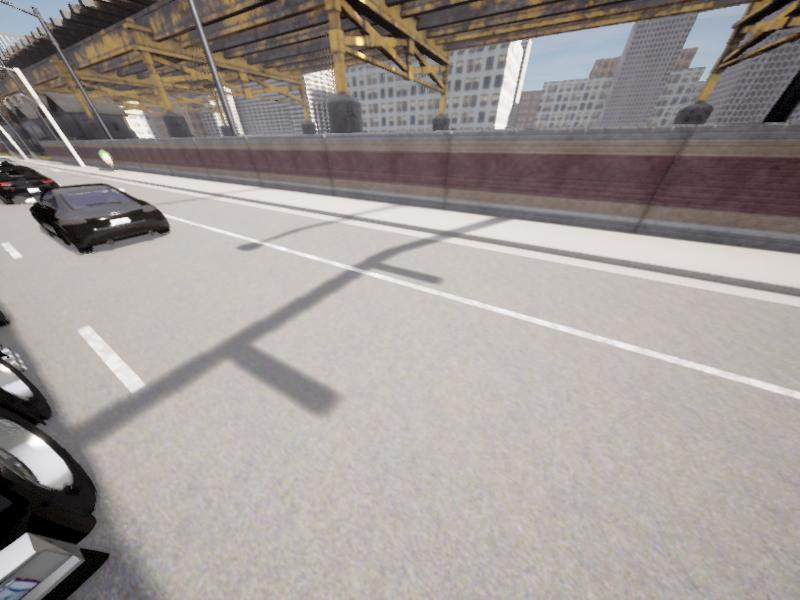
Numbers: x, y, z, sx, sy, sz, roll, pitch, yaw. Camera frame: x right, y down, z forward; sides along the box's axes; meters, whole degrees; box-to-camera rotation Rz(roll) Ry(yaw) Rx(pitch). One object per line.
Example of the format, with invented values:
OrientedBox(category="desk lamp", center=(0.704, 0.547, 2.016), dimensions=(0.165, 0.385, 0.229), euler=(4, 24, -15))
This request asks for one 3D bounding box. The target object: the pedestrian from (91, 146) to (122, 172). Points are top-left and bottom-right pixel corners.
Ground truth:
OrientedBox(category="pedestrian", center=(-25.832, -12.414, 20.361), dimensions=(0.751, 1.860, 0.751), euler=(17, 39, 24))

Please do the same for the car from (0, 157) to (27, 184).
OrientedBox(category="car", center=(-29.971, -9.424, 16.732), dimensions=(4.902, 1.511, 2.128), euler=(18, 39, 24))

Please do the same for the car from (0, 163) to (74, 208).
OrientedBox(category="car", center=(-18.581, -5.741, 11.317), dimensions=(4.674, 1.442, 1.812), euler=(18, 39, 24))

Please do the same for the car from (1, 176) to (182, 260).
OrientedBox(category="car", center=(-8.869, -2.594, 6.706), dimensions=(4.181, 1.385, 1.994), euler=(18, 39, 24))

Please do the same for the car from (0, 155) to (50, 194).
OrientedBox(category="car", center=(-24.079, -7.600, 13.878), dimensions=(4.611, 1.667, 2.242), euler=(18, 39, 24))

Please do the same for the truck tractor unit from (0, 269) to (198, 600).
OrientedBox(category="truck tractor unit", center=(-5.134, -0.269, 0.788), dimensions=(6.516, 4.208, 3.053), euler=(17, 39, 24))
